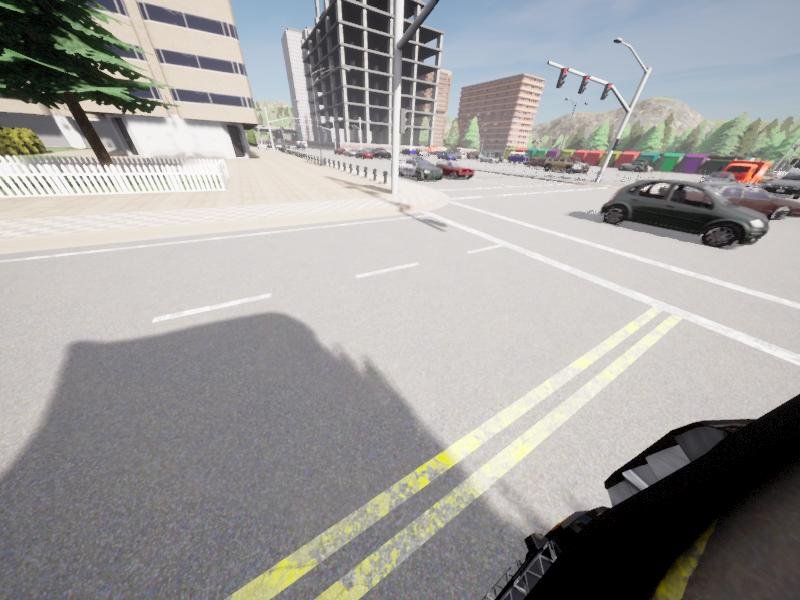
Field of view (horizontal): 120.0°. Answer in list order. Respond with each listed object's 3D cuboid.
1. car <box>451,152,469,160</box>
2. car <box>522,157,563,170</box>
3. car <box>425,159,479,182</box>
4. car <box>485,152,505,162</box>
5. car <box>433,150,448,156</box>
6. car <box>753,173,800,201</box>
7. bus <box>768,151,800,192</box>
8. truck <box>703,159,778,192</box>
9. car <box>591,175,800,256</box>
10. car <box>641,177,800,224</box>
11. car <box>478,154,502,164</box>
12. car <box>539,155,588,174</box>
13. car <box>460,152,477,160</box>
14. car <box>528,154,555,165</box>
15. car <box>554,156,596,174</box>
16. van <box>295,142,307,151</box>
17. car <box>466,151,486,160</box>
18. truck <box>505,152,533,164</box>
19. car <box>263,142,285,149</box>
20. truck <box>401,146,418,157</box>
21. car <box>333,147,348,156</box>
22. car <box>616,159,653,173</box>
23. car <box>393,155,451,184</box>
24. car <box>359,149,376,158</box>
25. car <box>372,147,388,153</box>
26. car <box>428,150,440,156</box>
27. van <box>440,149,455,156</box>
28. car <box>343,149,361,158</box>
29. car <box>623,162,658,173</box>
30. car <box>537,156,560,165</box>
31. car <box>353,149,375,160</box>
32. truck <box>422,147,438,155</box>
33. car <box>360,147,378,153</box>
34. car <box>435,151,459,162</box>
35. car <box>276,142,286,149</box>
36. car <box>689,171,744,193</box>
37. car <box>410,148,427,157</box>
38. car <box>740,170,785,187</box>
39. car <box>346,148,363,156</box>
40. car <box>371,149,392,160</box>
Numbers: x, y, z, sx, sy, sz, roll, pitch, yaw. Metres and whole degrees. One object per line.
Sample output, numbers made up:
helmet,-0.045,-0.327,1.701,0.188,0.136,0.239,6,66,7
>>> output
car,15.297,-36.876,59.055,1.970,1.475,3.806,-16,38,-26
car,23.335,-22.476,37.987,2.033,1.415,5.357,-16,38,-26
car,4.437,-11.574,20.524,1.895,1.301,4.718,-16,38,-26
car,22.152,-33.469,54.017,1.905,1.878,3.866,-16,38,-26
car,14.747,-52.874,83.223,4.902,1.511,2.128,-16,38,-26
car,32.372,-9.522,19.270,5.027,1.651,2.152,-16,38,-26
bus,45.636,-14.057,24.726,10.273,4.253,3.944,-15,38,-25
truck,34.087,-12.538,23.172,5.204,2.467,2.627,-15,38,-25
car,9.589,-3.135,7.936,1.851,1.617,3.988,-18,39,-28
car,16.045,-4.990,11.412,5.357,1.411,2.033,9,34,9
car,17.830,-27.950,45.817,1.970,1.475,3.806,-16,38,-26
car,21.670,-18.119,30.877,1.932,1.855,4.605,-16,38,-26
car,17.805,-37.613,60.299,1.784,1.438,3.905,-16,38,-26
car,32.426,-32.348,53.110,1.932,1.855,4.605,-16,38,-26
car,24.203,-18.800,32.101,1.905,1.878,3.866,-16,38,-26
van,-29.052,-45.039,67.661,2.069,2.038,4.480,-16,38,-26
car,20.113,-38.473,61.387,1.932,1.855,4.605,-16,38,-26
truck,25.343,-30.380,49.436,2.069,2.038,4.478,-16,38,-26
car,-35.294,-43.432,65.071,2.038,1.542,4.974,20,37,23
truck,2.250,-37.524,58.427,2.069,2.038,4.478,-16,38,-26
car,-13.200,-32.946,51.206,1.812,1.442,4.674,-16,38,-26
car,41.177,-23.640,40.678,1.905,1.878,3.866,-16,38,-26
car,1.563,-10.658,18.719,2.038,1.542,4.974,-16,38,-26
car,-6.826,-30.499,48.009,1.812,1.442,4.674,-16,38,-26
car,-6.631,-49.074,75.582,4.892,1.490,1.837,-16,38,-26
car,12.752,-54.520,85.595,3.806,1.475,1.970,-16,38,-26
van,16.463,-51.368,80.553,4.480,2.038,2.069,-16,38,-26
car,-9.702,-29.427,46.311,1.895,1.301,4.718,-16,38,-26
car,43.679,-24.147,42.064,1.970,1.475,3.806,-16,38,-26
car,34.958,-32.853,54.443,1.784,1.438,3.905,-16,38,-26
car,-6.505,-26.342,41.744,2.163,1.488,4.792,-16,38,-26
truck,11.507,-56.848,88.026,5.204,2.467,2.627,-16,38,-26
car,-10.342,-50.136,77.143,5.357,1.411,2.033,-16,38,-26
car,9.753,-29.828,47.896,2.242,1.667,4.611,-16,38,-26
car,-39.401,-51.252,76.571,2.033,1.649,4.856,-16,38,-26
car,28.131,-10.529,20.544,3.633,1.501,1.845,-15,38,-25
car,4.719,-38.192,59.791,1.932,1.855,4.605,-16,38,-26
car,44.846,-15.029,28.547,5.366,1.575,1.801,-15,37,-25
car,-10.464,-34.084,53.172,2.033,1.411,5.357,-16,38,-26
car,-3.573,-27.326,43.398,1.882,1.535,5.008,-16,38,-26
